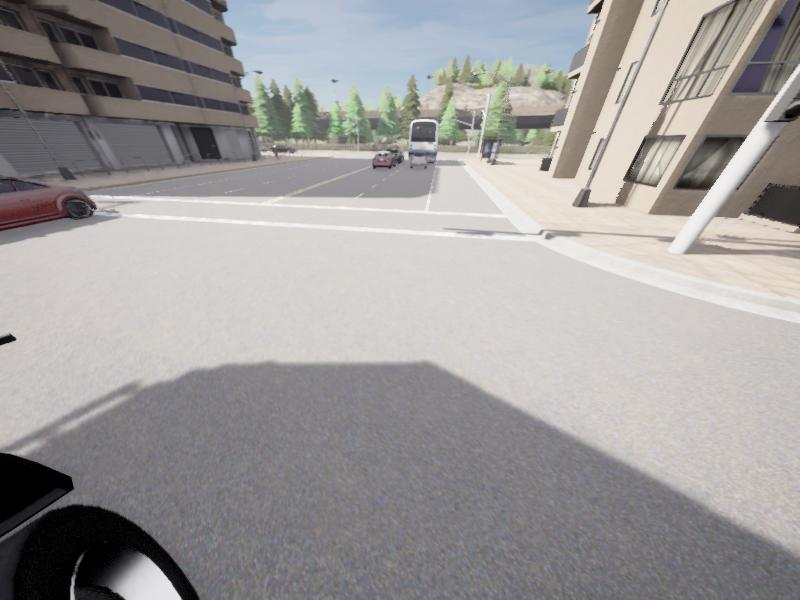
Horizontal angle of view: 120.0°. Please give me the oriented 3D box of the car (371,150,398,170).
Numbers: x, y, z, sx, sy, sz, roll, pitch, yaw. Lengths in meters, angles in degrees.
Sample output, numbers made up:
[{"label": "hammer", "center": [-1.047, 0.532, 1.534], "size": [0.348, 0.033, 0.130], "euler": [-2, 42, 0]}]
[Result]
[{"label": "car", "center": [-1.521, -14.389, 23.693], "size": [1.970, 1.475, 3.806], "euler": [5, 35, 7]}]

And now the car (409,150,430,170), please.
[{"label": "car", "center": [2.103, -14.661, 24.113], "size": [1.845, 1.501, 3.633], "euler": [5, 35, 7]}]

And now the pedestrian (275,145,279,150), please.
[{"label": "pedestrian", "center": [-31.133, -38.685, 58.453], "size": [0.500, 1.100, 0.500], "euler": [7, 35, 9]}]

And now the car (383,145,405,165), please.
[{"label": "car", "center": [-0.625, -17.914, 28.493], "size": [1.932, 1.855, 4.605], "euler": [5, 35, 7]}]

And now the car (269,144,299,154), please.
[{"label": "car", "center": [-22.985, -29.926, 45.808], "size": [4.892, 1.490, 1.837], "euler": [6, 35, 7]}]

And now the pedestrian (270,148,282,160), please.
[{"label": "pedestrian", "center": [-15.923, -18.805, 29.698], "size": [0.751, 1.300, 0.751], "euler": [6, 35, 7]}]

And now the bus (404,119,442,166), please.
[{"label": "bus", "center": [3.179, -20.277, 29.914], "size": [3.944, 4.253, 10.273], "euler": [5, 35, 7]}]

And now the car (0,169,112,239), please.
[{"label": "car", "center": [-11.726, -2.594, 6.398], "size": [1.994, 1.385, 4.181], "euler": [5, 35, 7]}]
